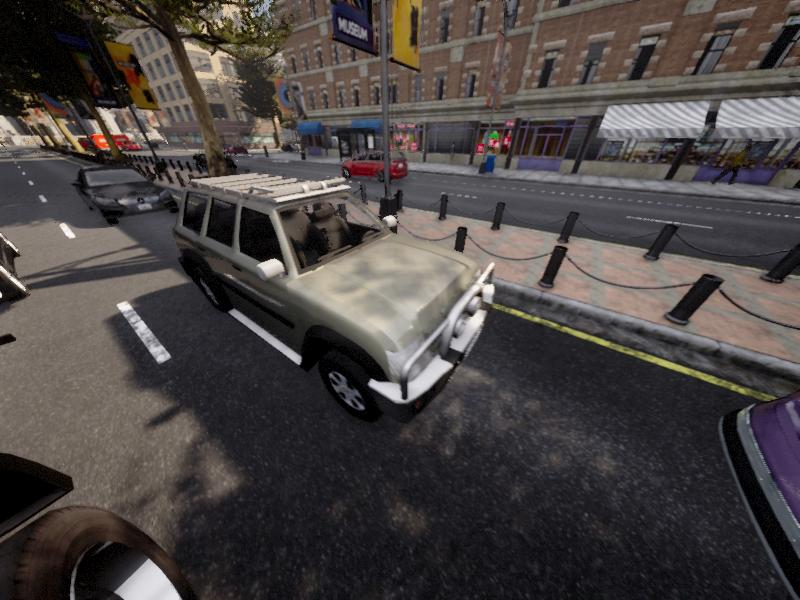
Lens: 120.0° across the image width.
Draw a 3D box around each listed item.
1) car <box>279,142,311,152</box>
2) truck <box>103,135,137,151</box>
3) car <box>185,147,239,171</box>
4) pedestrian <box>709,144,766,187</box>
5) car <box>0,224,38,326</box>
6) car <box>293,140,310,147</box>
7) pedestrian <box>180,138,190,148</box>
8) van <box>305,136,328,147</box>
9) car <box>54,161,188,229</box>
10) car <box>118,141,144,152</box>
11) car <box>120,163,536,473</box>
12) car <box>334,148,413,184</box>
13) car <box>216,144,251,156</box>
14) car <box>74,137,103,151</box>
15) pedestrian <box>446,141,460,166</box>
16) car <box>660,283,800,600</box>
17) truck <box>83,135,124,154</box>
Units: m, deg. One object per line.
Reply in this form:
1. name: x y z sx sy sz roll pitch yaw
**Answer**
1. car: -19.520 -28.542 43.042 2.038 1.542 4.974 21 40 26
2. truck: -53.954 -30.287 44.497 5.204 2.467 2.627 22 41 28
3. car: -15.952 -12.010 19.615 3.806 1.475 1.970 22 41 28
4. pedestrian: 17.632 -7.053 12.135 0.751 1.860 0.751 23 41 29
5. car: -8.163 -0.775 3.678 4.892 1.490 1.837 22 41 28
6. car: -29.263 -46.548 68.591 4.902 1.511 2.128 22 41 28
7. pedestrian: -46.837 -34.244 50.387 0.751 1.860 0.751 21 40 26
8. van: -23.512 -44.596 65.056 6.366 2.431 2.351 22 41 28
9. car: -9.847 -3.881 8.127 4.674 1.442 1.812 22 41 28
10. car: -48.402 -27.701 41.605 3.988 1.617 1.851 22 41 28
11. car: -1.190 -0.562 3.086 4.605 1.855 1.932 22 41 28
12. car: -1.715 -8.768 14.925 4.611 1.667 2.242 22 41 28
13. car: -24.816 -22.564 34.652 1.994 1.385 4.181 2 35 2
14. car: -60.510 -30.303 44.846 5.566 2.045 2.150 23 41 29
15. pedestrian: 4.809 -13.318 20.961 0.751 1.860 0.751 25 42 31
16. car: 4.123 1.698 0.124 4.856 1.649 2.033 22 41 28
17. truck: -48.965 -25.806 38.164 5.204 2.467 2.627 22 41 28
